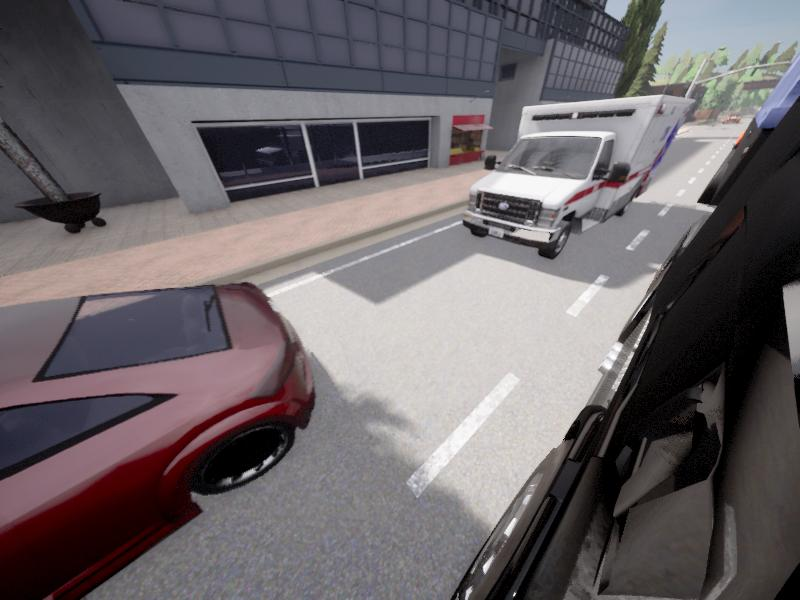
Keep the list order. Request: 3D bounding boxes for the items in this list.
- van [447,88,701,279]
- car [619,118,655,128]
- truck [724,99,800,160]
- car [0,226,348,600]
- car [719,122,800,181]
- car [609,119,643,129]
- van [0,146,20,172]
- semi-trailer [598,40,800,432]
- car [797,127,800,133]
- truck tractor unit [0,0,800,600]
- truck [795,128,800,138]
[{"bbox_3d":[4.244,-3.162,5.562,6.366,2.431,2.351,-28,44,-30],"label":"van"},{"bbox_3d":[49.862,-37.190,48.618,2.163,1.488,4.792,-29,44,-30],"label":"car"},{"bbox_3d":[21.543,-9.703,13.083,5.204,2.467,2.627,-28,44,-30],"label":"truck"},{"bbox_3d":[-2.767,0.998,1.374,4.181,1.385,1.994,-27,43,-29],"label":"car"},{"bbox_3d":[15.848,-6.329,9.642,4.611,1.667,2.242,-28,44,-30],"label":"car"},{"bbox_3d":[46.483,-36.216,47.564,2.007,1.525,4.514,-29,44,-30],"label":"car"},{"bbox_3d":[-45.565,-15.484,25.188,1.988,2.561,5.915,-28,44,-30],"label":"van"},{"bbox_3d":[8.693,-3.620,4.217,14.254,4.402,2.717,-28,44,-30],"label":"semi-trailer"},{"bbox_3d":[43.218,-18.181,23.710,3.633,1.501,1.845,-28,44,-30],"label":"car"},{"bbox_3d":[2.645,-0.295,0.351,6.516,4.208,3.053,-28,44,-30],"label":"truck tractor unit"},{"bbox_3d":[38.215,-15.885,20.203,5.204,2.467,2.627,-28,44,-30],"label":"truck"}]
